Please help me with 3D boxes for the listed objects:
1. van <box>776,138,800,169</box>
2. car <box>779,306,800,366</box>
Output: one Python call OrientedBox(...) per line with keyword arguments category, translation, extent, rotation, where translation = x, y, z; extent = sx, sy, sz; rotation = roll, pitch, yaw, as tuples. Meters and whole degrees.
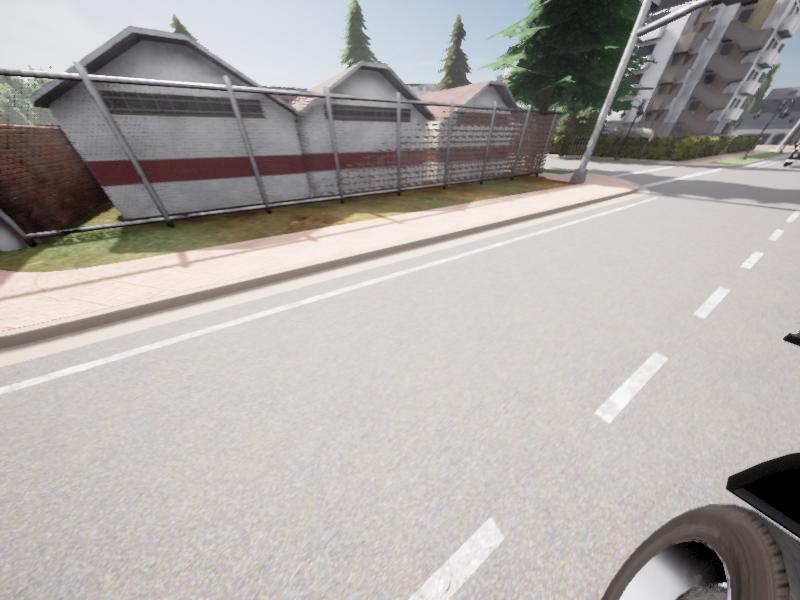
OrientedBox(category="van", translation=(33.880, -12.054, 18.933), extent=(4.480, 2.038, 2.069), rotation=(-19, 40, -25))
OrientedBox(category="car", translation=(6.829, 0.022, 2.543), extent=(3.806, 1.475, 1.970), rotation=(-19, 40, -25))
